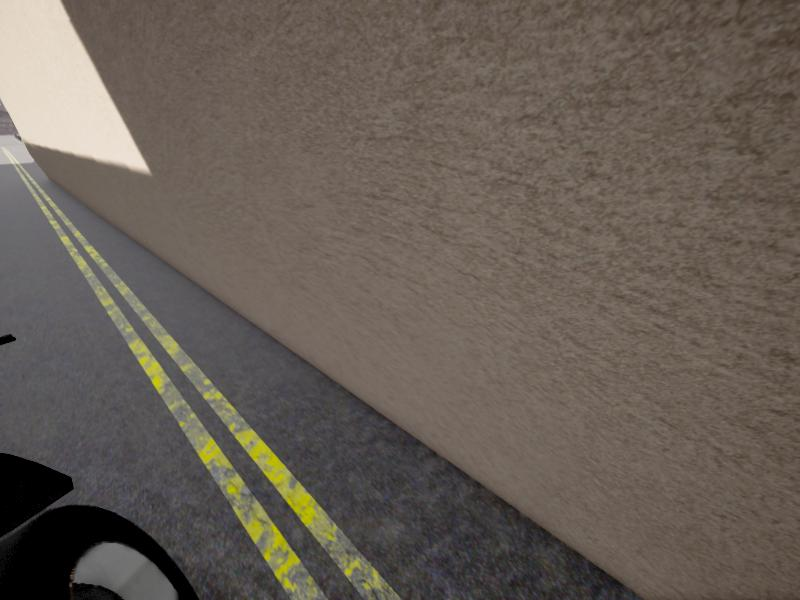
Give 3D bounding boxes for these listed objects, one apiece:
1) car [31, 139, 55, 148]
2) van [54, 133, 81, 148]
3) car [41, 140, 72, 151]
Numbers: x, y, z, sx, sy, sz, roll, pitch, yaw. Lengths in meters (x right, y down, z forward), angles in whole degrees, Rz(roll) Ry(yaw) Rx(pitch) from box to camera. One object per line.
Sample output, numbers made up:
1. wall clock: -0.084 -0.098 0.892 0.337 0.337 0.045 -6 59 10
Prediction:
1. car: -76.247 -33.501 49.344 4.902 1.511 2.128 22 41 28
2. van: -72.626 -34.901 50.471 5.915 2.561 1.988 22 41 28
3. car: -58.904 -26.536 39.624 4.514 1.525 2.007 20 40 26
